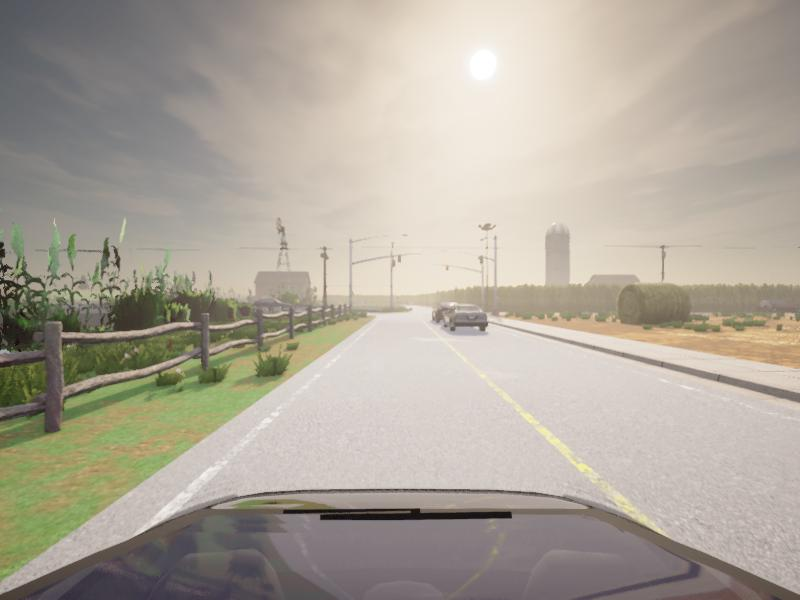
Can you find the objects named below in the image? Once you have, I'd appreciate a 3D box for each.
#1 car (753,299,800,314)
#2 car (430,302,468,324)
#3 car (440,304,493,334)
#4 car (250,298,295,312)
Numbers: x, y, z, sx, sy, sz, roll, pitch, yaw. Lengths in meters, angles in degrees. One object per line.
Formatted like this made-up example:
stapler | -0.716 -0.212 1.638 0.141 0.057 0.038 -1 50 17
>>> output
car | 45.312 0.793 47.814 4.553 1.767 2.097 0 0 -3
car | 3.497 0.890 29.387 2.163 1.488 4.792 0 0 0
car | 3.498 0.924 22.015 2.033 1.411 5.357 0 0 0
car | -14.803 0.574 46.573 4.674 1.442 1.812 3 0 3
